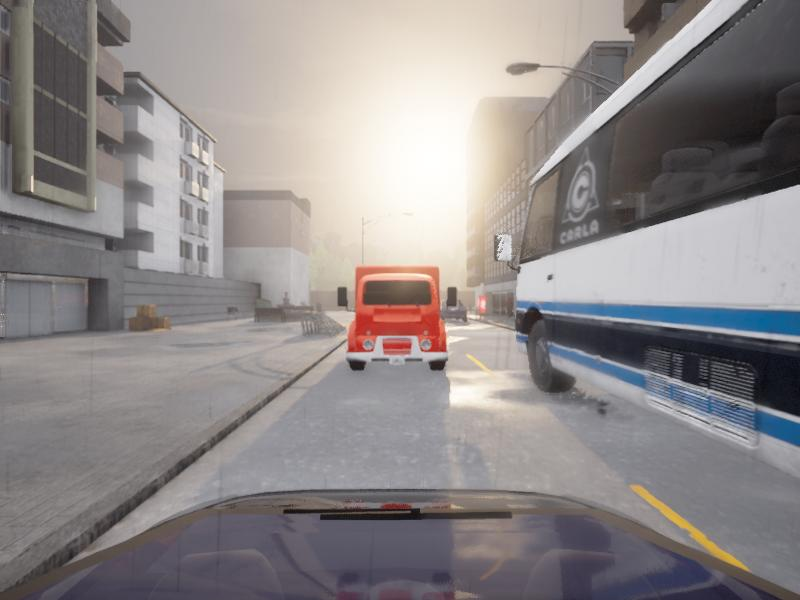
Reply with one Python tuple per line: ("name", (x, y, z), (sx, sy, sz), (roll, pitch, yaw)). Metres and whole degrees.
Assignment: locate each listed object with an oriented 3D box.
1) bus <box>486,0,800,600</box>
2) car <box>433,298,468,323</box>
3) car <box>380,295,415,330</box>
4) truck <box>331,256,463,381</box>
("bus", (3.783, -0.526, 3.430), (3.944, 4.253, 10.273), (0, 0, 0))
("car", (3.811, 0.726, 30.878), (2.097, 1.767, 4.553), (0, 0, 0))
("car", (-0.149, 0.668, 23.312), (1.905, 1.878, 3.866), (0, 0, 0))
("truck", (-0.067, 0.365, 10.538), (2.627, 2.467, 5.204), (0, 0, 0))
